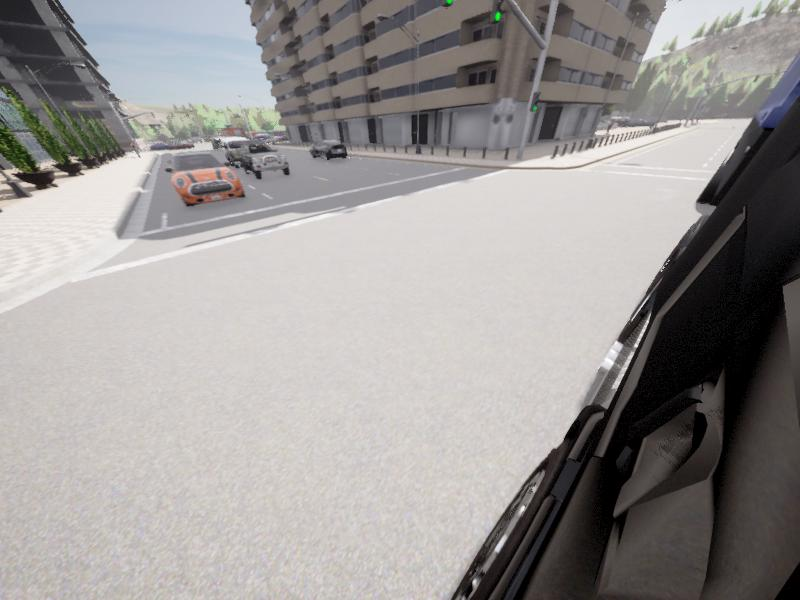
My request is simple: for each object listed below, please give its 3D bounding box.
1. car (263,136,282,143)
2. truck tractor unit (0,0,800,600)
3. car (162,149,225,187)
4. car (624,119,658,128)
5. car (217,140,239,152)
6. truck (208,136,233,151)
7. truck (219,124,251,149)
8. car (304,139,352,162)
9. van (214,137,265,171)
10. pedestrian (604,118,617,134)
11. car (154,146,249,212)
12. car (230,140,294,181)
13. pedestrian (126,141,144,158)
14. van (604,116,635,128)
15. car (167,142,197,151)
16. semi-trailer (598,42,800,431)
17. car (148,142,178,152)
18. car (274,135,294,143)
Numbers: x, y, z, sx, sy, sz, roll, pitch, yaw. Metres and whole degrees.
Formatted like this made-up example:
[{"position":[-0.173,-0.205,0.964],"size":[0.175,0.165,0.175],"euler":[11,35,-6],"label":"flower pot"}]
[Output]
[{"position":[-38.998,-49.206,70.734],"size":[4.611,1.667,2.242],"euler":[-28,44,-30],"label":"car"},{"position":[2.645,-0.295,0.351],"size":[6.516,4.208,3.053],"euler":[-28,44,-30],"label":"truck tractor unit"},{"position":[-12.876,-8.324,14.343],"size":[2.128,1.511,4.902],"euler":[-28,44,-30],"label":"car"},{"position":[51.529,-37.764,49.503],"size":[1.812,1.442,4.674],"euler":[-27,43,-29],"label":"car"},{"position":[-29.274,-26.212,39.295],"size":[1.882,1.535,5.008],"euler":[-28,44,-30],"label":"car"},{"position":[-34.489,-30.012,44.251],"size":[2.390,2.098,6.274],"euler":[-28,44,-30],"label":"truck"},{"position":[-34.119,-33.652,47.644],"size":[2.891,3.827,8.468],"euler":[-29,44,-30],"label":"truck"},{"position":[-6.762,-13.941,21.460],"size":[2.163,1.488,4.792],"euler":[-28,44,-30],"label":"car"},{"position":[-13.098,-11.966,18.778],"size":[2.069,2.038,4.480],"euler":[-28,44,-30],"label":"van"},{"position":[31.212,-25.857,34.312],"size":[0.751,1.860,0.751],"euler":[27,46,33],"label":"pedestrian"},{"position":[-8.455,-5.367,9.865],"size":[2.097,1.767,4.553],"euler":[-28,43,-29],"label":"car"},{"position":[-8.761,-8.909,14.543],"size":[1.932,1.855,4.605],"euler":[-28,44,-30],"label":"car"},{"position":[-37.616,-21.385,32.842],"size":[0.751,1.860,0.751],"euler":[-24,42,-26],"label":"pedestrian"},{"position":[51.183,-41.533,54.060],"size":[2.069,2.038,4.480],"euler":[-28,44,-30],"label":"van"},{"position":[-49.739,-35.065,52.763],"size":[4.718,1.301,1.895],"euler":[-28,44,-30],"label":"car"},{"position":[8.689,-3.616,4.230],"size":[14.254,4.402,2.717],"euler":[-28,44,-30],"label":"semi-trailer"},{"position":[-54.573,-35.262,53.230],"size":[4.674,1.442,1.812],"euler":[-28,44,-30],"label":"car"},{"position":[-34.939,-48.636,69.728],"size":[4.892,1.490,1.837],"euler":[-28,44,-30],"label":"car"}]
